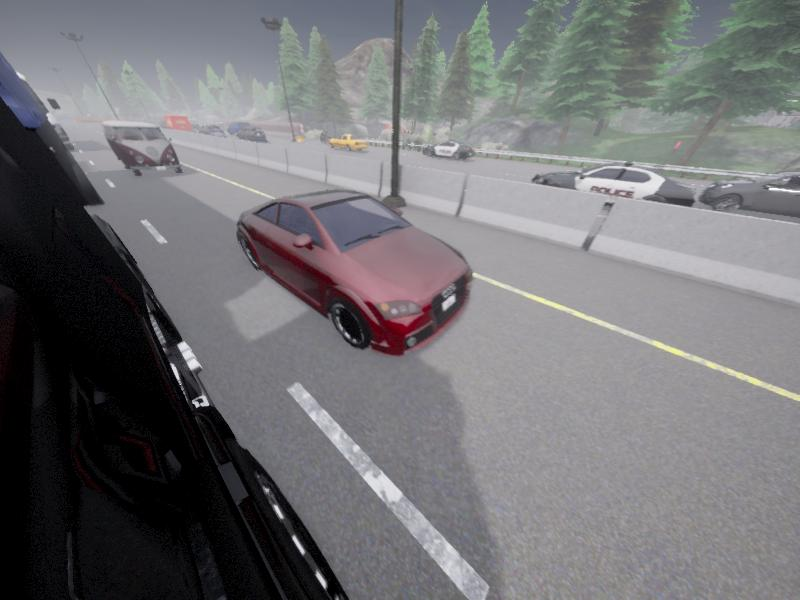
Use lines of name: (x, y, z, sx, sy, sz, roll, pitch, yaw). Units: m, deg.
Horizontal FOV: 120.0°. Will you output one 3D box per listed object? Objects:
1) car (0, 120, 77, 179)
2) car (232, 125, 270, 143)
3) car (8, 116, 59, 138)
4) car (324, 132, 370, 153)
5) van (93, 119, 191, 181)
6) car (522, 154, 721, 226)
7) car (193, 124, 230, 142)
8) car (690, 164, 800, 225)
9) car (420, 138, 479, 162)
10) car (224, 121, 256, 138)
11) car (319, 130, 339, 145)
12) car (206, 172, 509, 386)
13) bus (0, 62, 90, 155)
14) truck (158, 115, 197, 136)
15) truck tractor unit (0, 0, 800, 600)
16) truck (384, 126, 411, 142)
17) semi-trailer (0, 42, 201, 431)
car: (-16.789, -6.811, 10.258, 4.553, 1.767, 2.097, 28, 43, 30)
car: (-19.663, -21.880, 30.463, 4.611, 1.667, 2.242, 28, 43, 30)
car: (-38.849, -18.438, 24.586, 4.611, 1.667, 2.242, 28, 44, 29)
car: (-5.833, -17.245, 25.187, 5.366, 1.575, 1.801, 28, 43, 30)
van: (-12.026, -7.086, 10.772, 4.442, 1.987, 1.775, 28, 43, 30)
car: (7.884, -4.488, 8.940, 4.974, 1.542, 2.038, 28, 43, 30)
car: (-24.419, -21.660, 29.894, 4.856, 1.649, 2.033, 28, 43, 30)
car: (14.051, -3.944, 8.607, 3.633, 1.501, 1.845, 28, 43, 30)
car: (4.573, -14.423, 22.102, 4.974, 1.542, 2.038, 28, 43, 30)
car: (-26.734, -28.495, 38.592, 5.566, 2.045, 2.150, 28, 43, 30)
car: (-10.266, -23.452, 33.282, 1.789, 1.549, 3.705, -16, 41, -21)
car: (-0.911, -0.923, 3.713, 4.181, 1.385, 1.994, 28, 43, 30)
bus: (-26.505, -13.062, 15.986, 10.273, 4.253, 3.944, 28, 43, 30)
truck: (-35.372, -27.798, 36.750, 5.204, 2.467, 2.627, 28, 43, 30)
truck tractor unit: (-2.645, -0.295, 0.352, 6.516, 4.208, 3.053, 28, 44, 30)
truck: (-0.425, -33.186, 46.239, 2.627, 2.467, 5.204, 27, 43, 29)
semi-trailer: (-8.692, -3.598, 4.250, 14.254, 4.402, 2.717, 28, 43, 30)
